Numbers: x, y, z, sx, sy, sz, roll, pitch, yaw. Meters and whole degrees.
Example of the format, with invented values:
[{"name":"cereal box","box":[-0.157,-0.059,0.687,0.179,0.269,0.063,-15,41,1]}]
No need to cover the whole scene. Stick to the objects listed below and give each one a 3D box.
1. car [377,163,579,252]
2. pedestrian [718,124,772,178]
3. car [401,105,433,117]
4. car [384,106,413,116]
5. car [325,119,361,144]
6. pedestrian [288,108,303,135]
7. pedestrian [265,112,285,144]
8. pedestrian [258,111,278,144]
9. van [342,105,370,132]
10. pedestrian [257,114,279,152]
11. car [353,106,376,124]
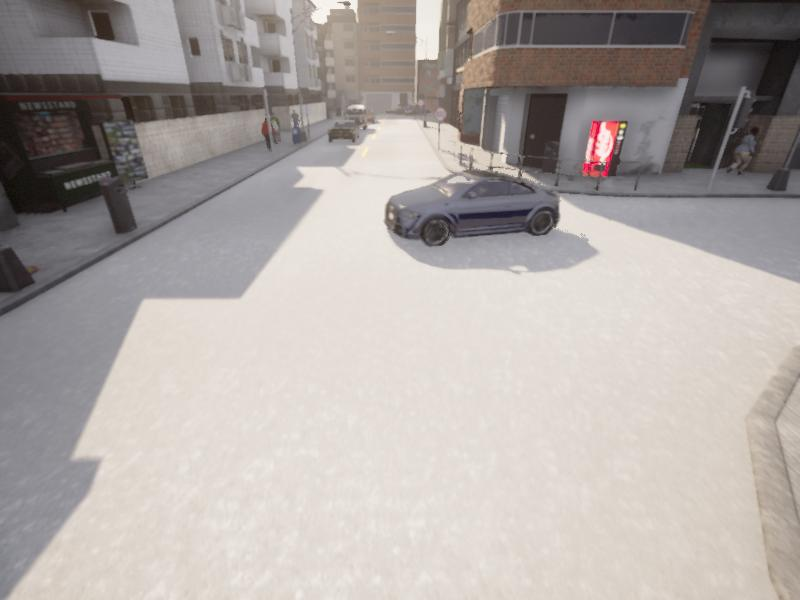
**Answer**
[{"name":"car","box":[1.727,-2.346,9.646,4.181,1.385,1.994,-7,28,-14]},{"name":"pedestrian","box":[13.260,-5.738,15.437,0.751,1.860,0.751,0,27,0]},{"name":"car","box":[2.767,-30.197,63.825,4.856,1.649,2.033,-19,33,-33]},{"name":"car","box":[-0.279,-31.281,66.285,4.718,1.301,1.895,-23,35,-37]},{"name":"car","box":[-4.003,-12.254,28.911,1.895,1.301,4.718,0,27,0]},{"name":"pedestrian","box":[-8.082,-13.774,30.944,0.751,1.860,0.751,3,27,6]},{"name":"pedestrian","box":[-7.910,-10.926,25.423,0.751,1.860,0.751,2,27,4]},{"name":"pedestrian","box":[-8.491,-11.120,25.798,0.751,1.860,0.751,5,28,10]},{"name":"van","box":[-4.001,-16.829,36.968,2.069,2.038,4.480,0,27,0]},{"name":"pedestrian","box":[-7.263,-9.173,22.028,0.751,1.860,0.751,-3,27,-5]},{"name":"car","box":[-3.983,-21.163,45.774,2.242,1.667,4.611,0,27,0]}]
